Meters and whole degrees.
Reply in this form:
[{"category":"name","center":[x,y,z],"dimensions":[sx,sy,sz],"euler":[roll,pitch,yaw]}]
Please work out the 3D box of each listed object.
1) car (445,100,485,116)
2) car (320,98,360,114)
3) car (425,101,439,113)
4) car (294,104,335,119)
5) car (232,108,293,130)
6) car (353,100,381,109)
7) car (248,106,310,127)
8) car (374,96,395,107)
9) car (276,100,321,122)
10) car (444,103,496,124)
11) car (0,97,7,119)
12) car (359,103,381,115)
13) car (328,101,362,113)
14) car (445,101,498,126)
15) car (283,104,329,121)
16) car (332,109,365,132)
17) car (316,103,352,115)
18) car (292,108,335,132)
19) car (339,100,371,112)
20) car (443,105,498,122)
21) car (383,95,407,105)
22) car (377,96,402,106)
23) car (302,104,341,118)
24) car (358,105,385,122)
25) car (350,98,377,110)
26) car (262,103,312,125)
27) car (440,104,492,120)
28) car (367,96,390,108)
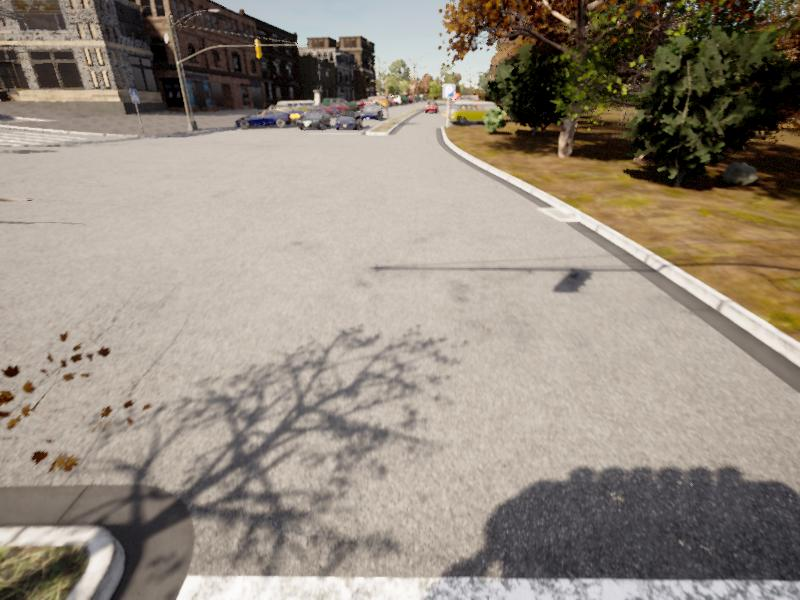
[{"category":"car","center":[8.640,-25.622,53.376],"dimensions":[4.553,1.767,2.185],"euler":[-5,28,-11]},{"category":"car","center":[-8.897,-28.674,59.085],"dimensions":[5.566,2.045,2.435],"euler":[-7,28,-11]},{"category":"car","center":[4.840,-29.051,60.188],"dimensions":[1.851,1.617,3.988],"euler":[4,28,7]},{"category":"car","center":[-10.395,-22.877,48.565],"dimensions":[4.674,1.452,2.002],"euler":[-7,28,-12]},{"category":"car","center":[-12.025,-15.977,35.279],"dimensions":[4.792,1.488,2.163],"euler":[-8,28,-13]},{"category":"car","center":[-6.151,-36.708,75.085],"dimensions":[4.892,1.521,2.231],"euler":[-6,28,-9]},{"category":"car","center":[-11.415,-17.397,37.921],"dimensions":[5.366,1.575,1.946],"euler":[-8,28,-13]},{"category":"car","center":[-3.392,-43.770,88.162],"dimensions":[4.442,1.987,1.878],"euler":[-5,27,-8]},{"category":"car","center":[-10.926,-20.360,43.141],"dimensions":[4.442,1.987,1.878],"euler":[-8,28,-12]},{"category":"car","center":[7.020,-18.825,40.320],"dimensions":[4.553,1.767,2.185],"euler":[-6,28,-13]},{"category":"car","center":[-28.638,-12.770,26.436],"dimensions":[2.002,1.452,4.674],"euler":[-4,27,-20]},{"category":"car","center":[-4.309,-27.735,57.929],"dimensions":[2.033,1.411,5.357],"euler":[3,28,7]},{"category":"car","center":[-8.510,-29.827,61.848],"dimensions":[5.008,1.535,2.097],"euler":[-7,28,-10]},{"category":"car","center":[6.671,-17.542,37.635],"dimensions":[4.442,1.987,1.878],"euler":[-6,29,-13]},{"category":"car","center":[-10.733,-21.528,45.886],"dimensions":[4.892,1.521,2.231],"euler":[-8,28,-12]},{"category":"car","center":[-4.205,-14.937,33.224],"dimensions":[1.816,1.474,4.193],"euler":[2,27,4]},{"category":"car","center":[-9.312,-27.026,56.548],"dimensions":[4.674,1.452,2.002],"euler":[-7,28,-11]},{"category":"car","center":[-7.175,-15.243,33.781],"dimensions":[2.128,1.511,4.902],"euler":[2,28,4]},{"category":"car","center":[-7.615,-32.581,67.146],"dimensions":[5.008,1.535,2.097],"euler":[-6,28,-10]},{"category":"car","center":[7.521,-20.099,43.038],"dimensions":[5.366,1.575,1.946],"euler":[-6,28,-13]},{"category":"car","center":[-1.345,-49.234,98.608],"dimensions":[5.566,2.045,2.435],"euler":[-5,28,-8]},{"category":"car","center":[-2.439,-46.505,93.367],"dimensions":[5.566,2.045,2.435],"euler":[-5,28,-8]},{"category":"car","center":[-10.058,-24.263,51.232],"dimensions":[4.674,1.452,2.002],"euler":[-7,28,-12]},{"category":"car","center":[-3.097,-20.598,44.100],"dimensions":[2.163,1.488,4.792],"euler":[3,28,5]},{"category":"car","center":[-6.642,-35.446,72.383],"dimensions":[4.553,1.767,2.185],"euler":[-6,28,-9]},{"category":"car","center":[-11.356,-18.865,40.487],"dimensions":[4.553,1.767,2.185],"euler":[-8,28,-13]},{"category":"car","center":[7.470,-21.419,45.565],"dimensions":[5.366,1.575,1.946],"euler":[-6,29,-12]},{"category":"car","center":[-4.478,-41.034,82.905],"dimensions":[4.442,1.987,1.878],"euler":[-5,27,-8]}]
